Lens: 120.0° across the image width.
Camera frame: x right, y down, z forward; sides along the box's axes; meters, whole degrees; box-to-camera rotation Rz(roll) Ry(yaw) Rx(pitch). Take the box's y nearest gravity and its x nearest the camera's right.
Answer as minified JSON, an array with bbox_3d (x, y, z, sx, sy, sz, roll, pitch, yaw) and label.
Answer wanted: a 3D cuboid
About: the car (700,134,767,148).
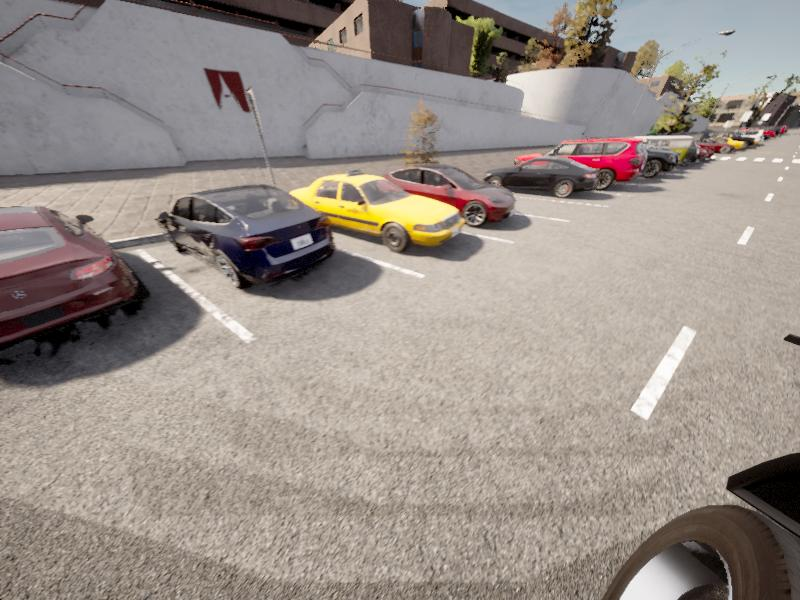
[{"bbox_3d":[50.546,-24.238,35.221,5.366,1.575,1.946,21,41,29],"label":"car"}]

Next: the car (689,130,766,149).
[{"bbox_3d":[45.497,-22.401,32.417,5.566,2.045,2.435,21,41,29],"label":"car"}]

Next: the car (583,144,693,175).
[{"bbox_3d":[16.012,-9.842,16.045,4.892,1.521,2.231,21,41,29],"label":"car"}]

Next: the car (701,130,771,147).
[{"bbox_3d":[52.824,-25.555,36.543,5.566,2.045,2.435,21,41,29],"label":"car"}]

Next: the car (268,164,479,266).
[{"bbox_3d":[-0.949,-2.661,6.335,5.366,1.575,1.946,21,40,29],"label":"car"}]

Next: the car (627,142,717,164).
[{"bbox_3d":[23.341,-12.881,20.180,4.674,1.452,2.002,21,41,29],"label":"car"}]

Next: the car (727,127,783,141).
[{"bbox_3d":[72.541,-34.053,47.364,5.566,2.045,2.435,21,41,29],"label":"car"}]

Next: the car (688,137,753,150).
[{"bbox_3d":[43.013,-21.135,31.221,4.674,1.452,2.002,21,41,29],"label":"car"}]

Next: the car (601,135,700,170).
[{"bbox_3d":[18.350,-11.089,17.344,4.442,1.987,1.878,21,41,29],"label":"car"}]

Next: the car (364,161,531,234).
[{"bbox_3d":[1.367,-3.691,7.808,4.792,1.488,2.163,21,40,29],"label":"car"}]

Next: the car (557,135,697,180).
[{"bbox_3d":[13.586,-9.022,14.523,5.566,2.045,2.435,21,40,29],"label":"car"}]

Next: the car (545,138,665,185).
[{"bbox_3d":[11.215,-7.949,13.124,4.442,1.987,1.878,21,40,29],"label":"car"}]

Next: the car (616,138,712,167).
[{"bbox_3d":[20.917,-11.985,18.702,4.553,1.767,2.185,21,41,29],"label":"car"}]

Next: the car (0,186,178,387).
[{"bbox_3d":[-5.994,-0.670,3.668,4.674,1.452,2.002,21,41,29],"label":"car"}]

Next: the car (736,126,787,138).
[{"bbox_3d":[82.315,-38.315,52.802,5.566,2.045,2.435,21,42,29],"label":"car"}]

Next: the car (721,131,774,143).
[{"bbox_3d":[65.153,-30.646,43.459,5.008,1.535,2.097,21,42,29],"label":"car"}]

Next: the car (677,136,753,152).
[{"bbox_3d":[40.399,-20.188,29.901,5.366,1.575,1.946,21,41,29],"label":"car"}]

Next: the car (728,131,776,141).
[{"bbox_3d":[70.092,-32.756,46.172,4.792,1.488,2.163,21,41,29],"label":"car"}]

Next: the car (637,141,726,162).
[{"bbox_3d":[25.826,-13.916,21.547,4.792,1.488,2.163,21,40,29],"label":"car"}]

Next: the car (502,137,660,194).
[{"bbox_3d":[8.645,-6.988,11.802,5.566,2.045,2.435,21,41,29],"label":"car"}]

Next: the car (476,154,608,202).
[{"bbox_3d":[6.234,-5.721,10.579,4.674,1.452,2.002,21,41,29],"label":"car"}]

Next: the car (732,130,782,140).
[{"bbox_3d":[75.134,-34.866,48.781,5.366,1.575,1.946,21,41,29],"label":"car"}]

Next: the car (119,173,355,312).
[{"bbox_3d":[-3.577,-1.688,5.067,4.792,1.488,2.163,21,41,29],"label":"car"}]

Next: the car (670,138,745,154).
[{"bbox_3d":[35.661,-18.036,27.065,4.792,1.488,2.163,21,40,29],"label":"car"}]
